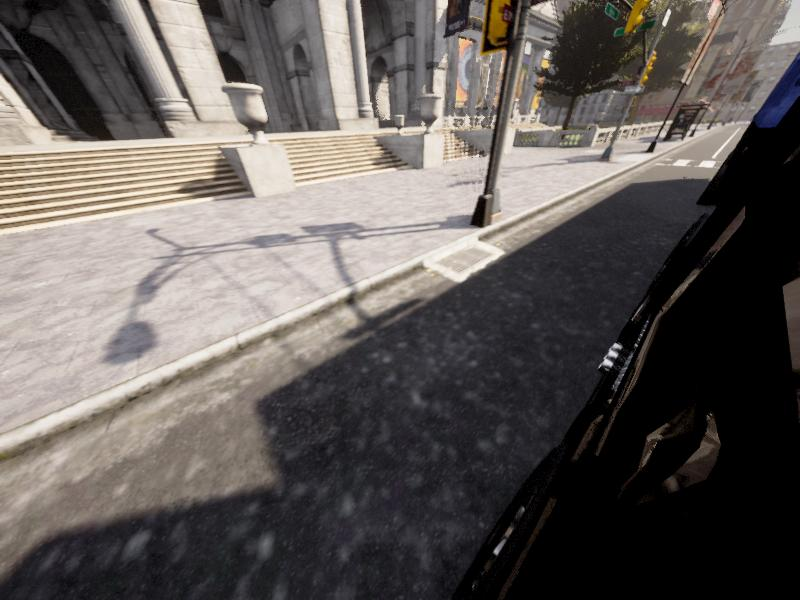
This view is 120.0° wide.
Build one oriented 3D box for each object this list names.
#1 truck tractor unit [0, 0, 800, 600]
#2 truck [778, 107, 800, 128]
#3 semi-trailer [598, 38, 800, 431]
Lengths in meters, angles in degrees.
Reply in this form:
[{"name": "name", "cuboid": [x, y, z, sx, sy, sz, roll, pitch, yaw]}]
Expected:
[{"name": "truck tractor unit", "cuboid": [2.645, -0.295, 0.351, 6.516, 4.208, 3.053, -28, 44, -30]}, {"name": "truck", "cuboid": [61.196, -27.956, 35.307, 5.204, 2.467, 2.627, -28, 43, -30]}, {"name": "semi-trailer", "cuboid": [8.697, -3.594, 4.246, 14.254, 4.402, 2.717, -28, 43, -30]}]
